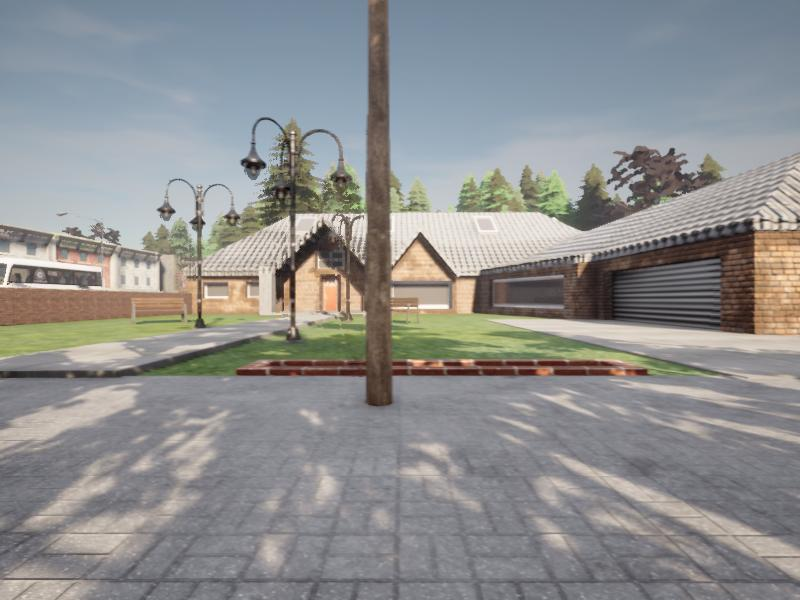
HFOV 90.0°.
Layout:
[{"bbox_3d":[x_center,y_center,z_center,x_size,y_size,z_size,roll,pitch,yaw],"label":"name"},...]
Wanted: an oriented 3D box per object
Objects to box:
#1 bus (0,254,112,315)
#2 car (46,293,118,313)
[{"bbox_3d":[-29.713,-1.093,33.297,3.944,4.253,10.273,0,0,0],"label":"bus"},{"bbox_3d":[-25.835,0.259,32.750,1.882,1.535,5.008,0,-1,0],"label":"car"}]
